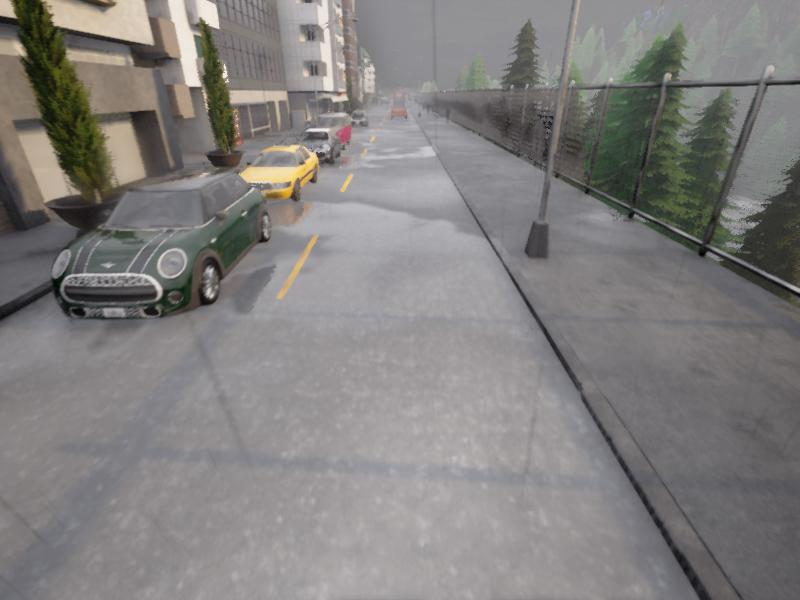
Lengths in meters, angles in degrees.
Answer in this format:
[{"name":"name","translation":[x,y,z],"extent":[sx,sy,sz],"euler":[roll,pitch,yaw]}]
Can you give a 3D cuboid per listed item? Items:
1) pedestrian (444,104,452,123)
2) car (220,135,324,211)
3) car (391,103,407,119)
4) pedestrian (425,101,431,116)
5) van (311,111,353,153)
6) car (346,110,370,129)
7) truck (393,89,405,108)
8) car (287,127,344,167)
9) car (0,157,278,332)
[{"name":"pedestrian","translation":[5.124,-19.973,42.896],"extent":[0.751,1.860,0.751],"euler":[3,28,7]},{"name":"car","translation":[-4.036,-4.550,13.719],"extent":[1.801,1.575,5.366],"euler":[0,27,0]},{"name":"car","translation":[-0.117,-25.747,54.474],"extent":[2.097,1.767,4.553],"euler":[0,27,0]},{"name":"pedestrian","translation":[4.008,-27.166,56.830],"extent":[0.751,1.860,0.751],"euler":[-2,27,-3]},{"name":"van","translation":[-4.057,-10.433,24.665],"extent":[1.775,1.987,4.442],"euler":[0,27,0]},{"name":"car","translation":[-4.087,-18.006,39.878],"extent":[1.970,1.475,3.806],"euler":[0,27,0]},{"name":"truck","translation":[-0.205,-49.243,97.737],"extent":[2.891,3.827,8.468],"euler":[0,27,0]},{"name":"car","translation":[-4.045,-7.675,19.880],"extent":[1.970,1.475,3.806],"euler":[0,27,0]},{"name":"car","translation":[-4.023,-1.379,7.348],"extent":[2.097,1.767,4.553],"euler":[0,27,0]}]
